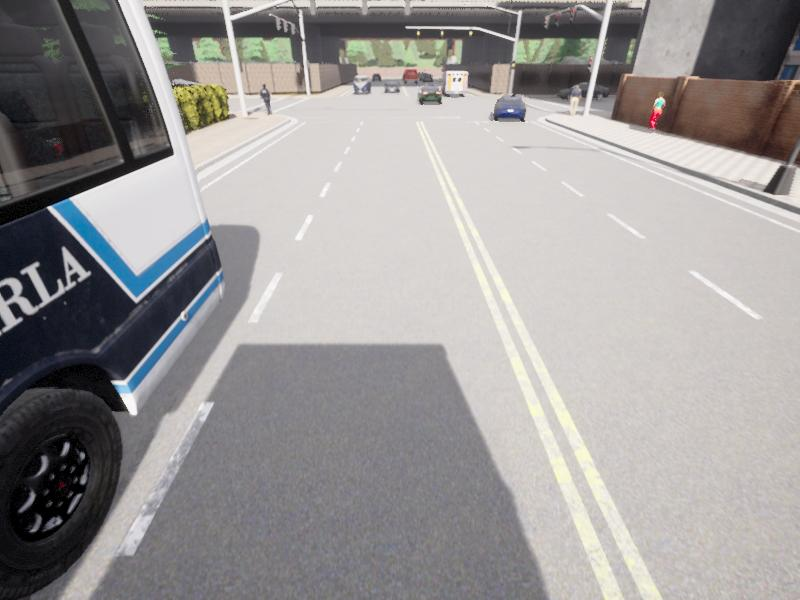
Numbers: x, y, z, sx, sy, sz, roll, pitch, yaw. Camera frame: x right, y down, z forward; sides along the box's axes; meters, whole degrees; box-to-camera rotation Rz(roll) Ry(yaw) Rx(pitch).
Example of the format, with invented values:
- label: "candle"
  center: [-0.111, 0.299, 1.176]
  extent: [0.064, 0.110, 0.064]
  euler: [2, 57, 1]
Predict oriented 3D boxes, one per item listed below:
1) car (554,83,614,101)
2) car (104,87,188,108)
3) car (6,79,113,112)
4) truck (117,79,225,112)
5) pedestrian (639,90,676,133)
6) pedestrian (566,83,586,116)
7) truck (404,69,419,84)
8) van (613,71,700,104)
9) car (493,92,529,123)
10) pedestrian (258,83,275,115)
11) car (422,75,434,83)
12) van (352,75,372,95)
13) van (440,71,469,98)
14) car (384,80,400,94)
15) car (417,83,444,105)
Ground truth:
- label: "car"
  center: [18.108, -20.587, 39.546]
  extent: [4.892, 1.490, 1.837]
  euler: [0, 30, 0]
- label: "car"
  center: [-20.869, -16.782, 33.103]
  extent: [5.357, 1.411, 2.033]
  euler: [0, 30, -1]
- label: "car"
  center: [-25.240, -15.270, 29.874]
  extent: [5.566, 2.045, 2.150]
  euler: [0, 30, -1]
- label: "truck"
  center: [-16.956, -15.339, 29.949]
  extent: [6.274, 2.098, 2.390]
  euler: [0, 30, -1]
- label: "pedestrian"
  center: [12.434, -9.131, 19.390]
  extent: [0.751, 1.860, 0.751]
  euler: [-3, 30, -5]
- label: "pedestrian"
  center: [11.311, -12.895, 25.764]
  extent: [0.751, 1.860, 0.751]
  euler: [10, 32, 16]
- label: "truck"
  center: [2.085, -42.841, 76.639]
  extent: [2.627, 2.467, 5.204]
  euler: [0, 30, -1]
- label: "van"
  center: [23.113, -19.284, 36.297]
  extent: [5.915, 2.561, 1.988]
  euler: [0, 30, -1]
- label: "car"
  center: [7.290, -12.733, 26.338]
  extent: [1.994, 1.385, 4.181]
  euler: [7, 32, 12]
- label: "pedestrian"
  center: [-8.803, -13.255, 26.360]
  extent: [0.751, 1.860, 0.751]
  euler: [-8, 31, -13]
- label: "car"
  center: [5.529, -44.412, 80.394]
  extent: [1.994, 1.385, 4.181]
  euler: [0, 30, -1]
- label: "van"
  center: [-4.573, -26.038, 48.441]
  extent: [1.775, 1.987, 4.442]
  euler: [1, 30, 2]
- label: "van"
  center: [6.083, -24.767, 45.844]
  extent: [2.351, 2.431, 6.366]
  euler: [0, 30, -1]
- label: "car"
  center: [-0.993, -26.834, 50.339]
  extent: [1.812, 1.442, 4.674]
  euler: [0, 30, -1]
- label: "car"
  center: [2.723, -19.194, 37.169]
  extent: [2.038, 1.542, 4.974]
  euler: [0, 31, -1]
